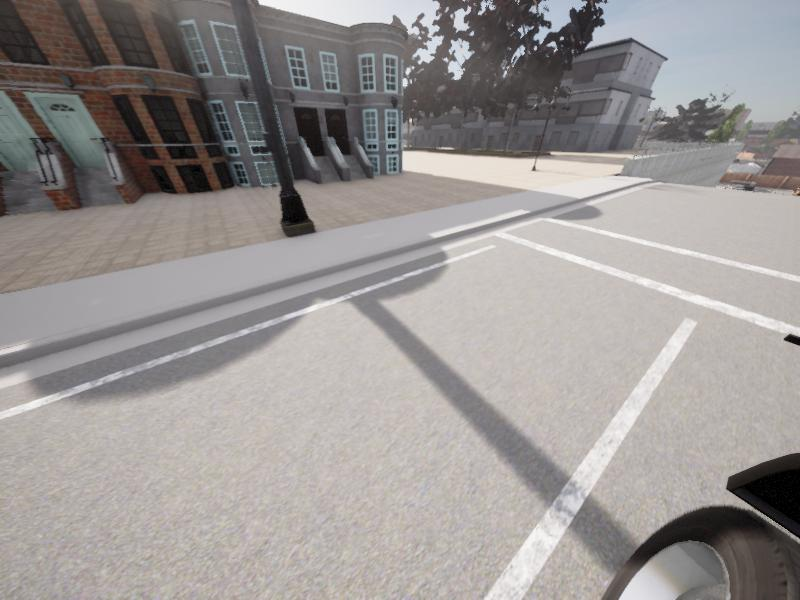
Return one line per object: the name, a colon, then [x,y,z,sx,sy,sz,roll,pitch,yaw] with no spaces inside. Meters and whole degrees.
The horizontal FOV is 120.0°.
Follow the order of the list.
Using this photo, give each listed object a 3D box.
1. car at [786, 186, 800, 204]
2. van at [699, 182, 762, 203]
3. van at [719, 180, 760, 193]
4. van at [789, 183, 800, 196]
car: [24.334,-6.335,12.843,4.553,1.767,2.097,-12,35,-34]
van: [64.105,-21.137,45.089,2.351,2.431,6.366,-7,37,-10]
van: [74.546,-24.997,50.816,1.775,1.987,4.442,-22,40,-27]
van: [82.667,-21.797,46.143,2.069,2.038,4.480,-22,40,-27]
